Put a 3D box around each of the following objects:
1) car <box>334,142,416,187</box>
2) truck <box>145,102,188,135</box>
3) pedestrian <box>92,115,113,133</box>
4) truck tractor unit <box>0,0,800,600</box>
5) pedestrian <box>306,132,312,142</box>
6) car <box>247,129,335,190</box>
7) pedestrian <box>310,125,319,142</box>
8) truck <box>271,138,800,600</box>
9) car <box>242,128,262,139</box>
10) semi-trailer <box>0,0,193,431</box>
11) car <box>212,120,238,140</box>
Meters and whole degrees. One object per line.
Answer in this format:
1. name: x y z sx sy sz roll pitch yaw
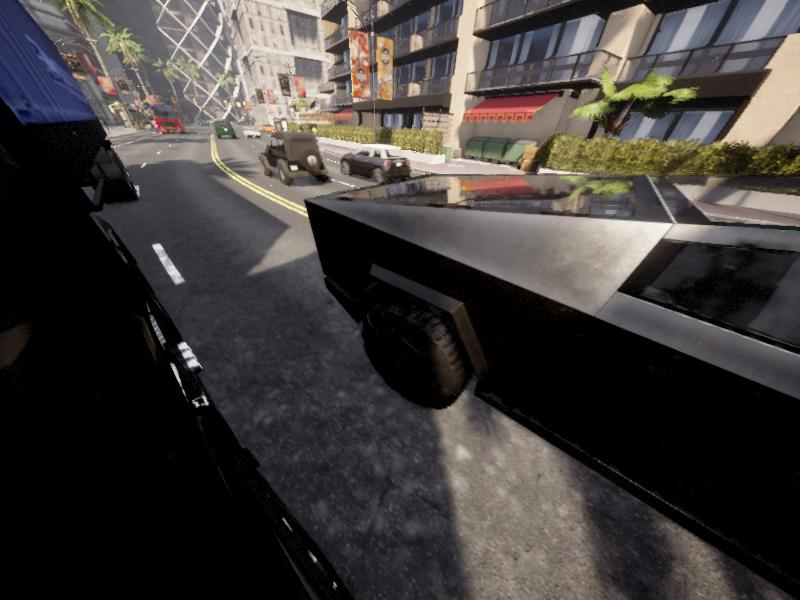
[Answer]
1. car: -1.308 -6.941 11.641 1.970 1.475 3.806 -30 47 -36
2. truck: -38.056 -29.755 38.049 2.891 3.827 8.468 -20 42 -27
3. pedestrian: -39.737 -23.497 30.905 0.751 1.860 0.751 -9 38 -16
4. truck tractor unit: -2.645 -0.295 0.352 6.516 4.208 3.053 28 44 30
5. pedestrian: -12.330 -22.043 31.242 0.500 1.100 0.500 -21 43 -28
6. car: -4.887 -6.418 10.377 1.905 1.878 3.866 -28 46 -34
7. pedestrian: -11.582 -22.569 31.356 0.751 1.860 0.751 -19 42 -26
8. truck: 2.238 0.377 1.525 6.274 2.098 2.390 27 43 29
9. car: -23.143 -26.033 36.071 1.895 1.301 4.718 -20 42 -27
10. semi-trailer: -8.278 -3.853 4.614 2.717 4.402 14.254 -29 47 -35
11. car: -24.987 -24.246 32.936 2.150 2.045 5.566 -21 43 -28
